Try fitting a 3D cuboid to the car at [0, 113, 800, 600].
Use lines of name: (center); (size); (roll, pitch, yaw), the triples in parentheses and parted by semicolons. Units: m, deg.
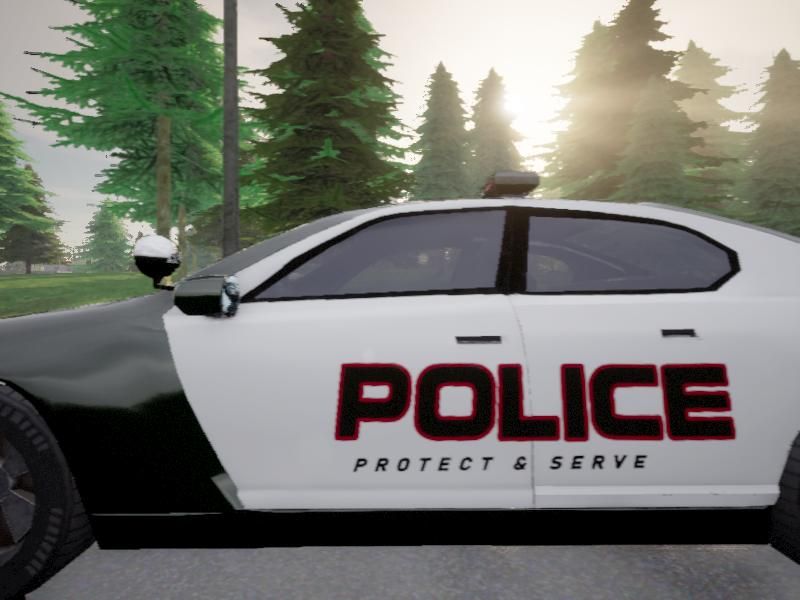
car: (0.080, 0.224, 2.200); (4.974, 1.542, 2.038); (0, 0, 0)
